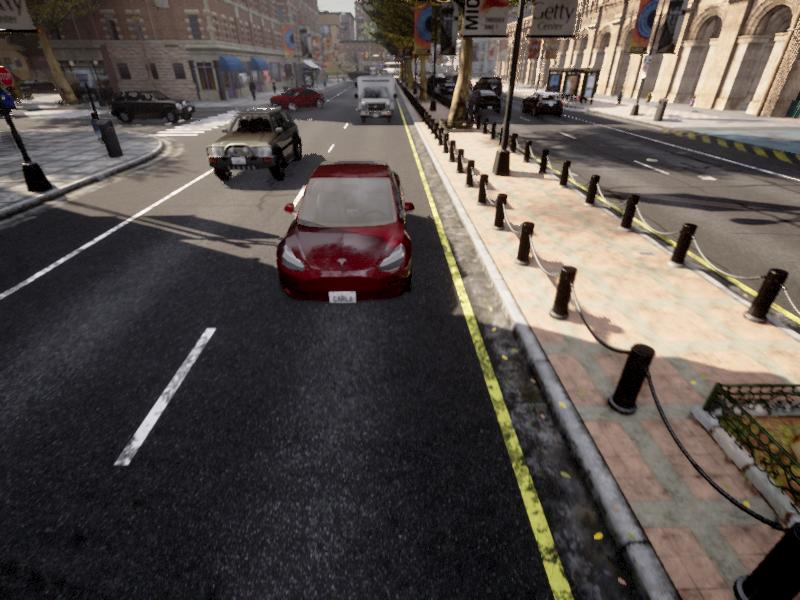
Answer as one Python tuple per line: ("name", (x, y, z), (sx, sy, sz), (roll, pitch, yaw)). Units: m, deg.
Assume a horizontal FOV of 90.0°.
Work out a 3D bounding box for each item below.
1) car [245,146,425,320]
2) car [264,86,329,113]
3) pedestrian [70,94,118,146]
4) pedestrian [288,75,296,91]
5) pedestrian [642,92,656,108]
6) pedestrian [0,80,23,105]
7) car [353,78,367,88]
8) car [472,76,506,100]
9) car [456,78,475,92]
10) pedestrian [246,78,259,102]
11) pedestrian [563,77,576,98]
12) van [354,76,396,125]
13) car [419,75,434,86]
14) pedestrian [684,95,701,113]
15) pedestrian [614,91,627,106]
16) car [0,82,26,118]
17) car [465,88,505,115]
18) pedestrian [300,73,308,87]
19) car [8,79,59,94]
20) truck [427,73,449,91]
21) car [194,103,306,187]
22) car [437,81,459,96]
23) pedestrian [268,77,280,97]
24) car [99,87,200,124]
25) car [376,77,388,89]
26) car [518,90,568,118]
("car", (-0.848, -1.596, 7.256), (2.163, 1.488, 4.792), (-1, 30, -2))
("car", (-8.094, -16.036, 31.870), (1.882, 1.535, 5.008), (18, 35, 27))
("pedestrian", (-12.470, -7.342, 16.346), (0.751, 1.860, 0.751), (-1, 30, -1))
("pedestrian", (-14.373, -28.966, 53.293), (0.751, 1.860, 0.751), (-1, 30, -1))
("pedestrian", (19.743, -15.914, 31.754), (0.500, 1.100, 0.500), (4, 31, 7))
("pedestrian", (-32.663, -17.387, 33.504), (0.751, 1.860, 0.751), (-9, 32, -15))
("car", (-6.375, -35.130, 64.725), (1.895, 1.301, 4.718), (-1, 30, -2))
("car", (9.400, -22.690, 42.740), (2.150, 2.045, 5.566), (-1, 30, -2))
("car", (8.975, -29.560, 54.952), (1.789, 1.549, 3.705), (-1, 30, -2))
("pedestrian", (-13.545, -19.365, 36.888), (0.751, 1.860, 0.751), (-6, 31, -11))
("pedestrian", (17.412, -21.856, 41.153), (0.751, 1.860, 0.751), (3, 31, 6))
("van", (-1.512, -13.022, 25.842), (2.351, 2.431, 6.366), (-1, 30, -2))
("car", (4.817, -40.319, 73.561), (2.152, 1.651, 5.027), (-1, 30, -2))
("pedestrian", (20.601, -13.843, 28.214), (0.500, 1.100, 0.500), (1, 30, 2))
("pedestrian", (18.175, -16.652, 33.014), (0.500, 1.100, 0.500), (1, 30, 2))
("car", (-29.562, -13.553, 27.119), (5.566, 2.045, 2.150), (-1, 30, -2))
("car", (6.339, -15.170, 30.437), (1.837, 1.490, 4.892), (-1, 30, -2))
("pedestrian", (-14.904, -34.247, 62.315), (0.751, 1.860, 0.751), (3, 30, 5))
("car", (-47.496, -27.802, 52.057), (2.128, 1.511, 4.902), (-1, 30, -2))
("truck", (5.364, -31.591, 57.891), (2.390, 2.098, 6.274), (-1, 30, -2))
("car", (-4.555, -5.217, 13.047), (1.932, 1.855, 4.605), (-1, 30, -2))
("car", (5.723, -25.322, 47.908), (1.994, 1.385, 4.181), (-1, 30, -2))
("pedestrian", (-13.144, -22.262, 41.838), (0.751, 1.860, 0.751), (-2, 30, -3))
("car", (-15.231, -11.953, 24.555), (4.605, 1.855, 1.932), (1, 30, 1))
("car", (-2.772, -33.497, 61.796), (1.812, 1.442, 4.674), (-1, 30, -2))
("car", (9.924, -13.764, 28.054), (1.970, 1.475, 3.806), (-1, 30, -1))
